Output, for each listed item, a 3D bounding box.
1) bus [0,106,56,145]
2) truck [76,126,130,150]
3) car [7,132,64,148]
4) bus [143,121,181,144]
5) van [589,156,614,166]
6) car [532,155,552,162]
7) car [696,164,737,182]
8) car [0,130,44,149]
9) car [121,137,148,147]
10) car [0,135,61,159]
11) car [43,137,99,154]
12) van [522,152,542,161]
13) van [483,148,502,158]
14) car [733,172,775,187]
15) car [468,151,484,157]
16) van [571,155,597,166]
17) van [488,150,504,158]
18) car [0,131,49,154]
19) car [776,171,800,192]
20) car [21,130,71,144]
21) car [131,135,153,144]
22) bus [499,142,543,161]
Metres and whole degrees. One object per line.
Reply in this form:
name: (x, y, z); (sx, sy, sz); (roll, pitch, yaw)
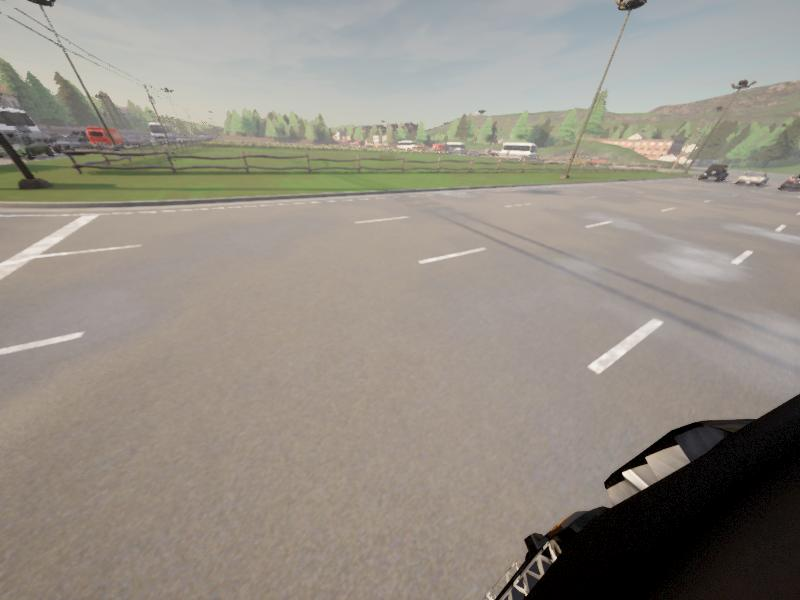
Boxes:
bus: (-54.408, -23.123, 30.454); (3.944, 4.253, 10.273); (-7, 35, -14)
truck: (-40.632, -22.297, 31.869); (2.627, 2.467, 5.204); (-16, 39, -26)
car: (-47.666, -21.092, 30.433); (2.163, 1.488, 4.792); (-16, 38, -26)
bus: (-60.291, -42.585, 59.075); (3.944, 4.253, 10.273); (-16, 38, -26)
van: (55.073, -38.178, 63.347); (1.775, 1.987, 4.442); (-16, 38, -26)
car: (44.509, -44.444, 72.355); (2.163, 1.488, 4.792); (-16, 38, -26)
car: (41.814, -16.826, 30.539); (3.866, 1.878, 1.905); (-16, 38, -26)
car: (-44.356, -18.123, 26.082); (2.242, 1.667, 4.611); (-10, 36, -19)
car: (-46.899, -27.991, 40.895); (1.994, 1.385, 4.181); (-16, 38, -26)
car: (-31.260, -12.638, 19.026); (2.007, 1.525, 4.514); (-16, 38, -26)
car: (-35.656, -16.904, 25.200); (1.994, 1.385, 4.181); (-16, 38, -26)
van: (40.848, -44.438, 71.565); (2.069, 2.038, 4.480); (-16, 38, -26)
van: (32.935, -52.396, 82.350); (1.988, 2.561, 5.915); (-16, 38, -26)
car: (42.344, -14.481, 27.614); (4.718, 1.301, 1.895); (-16, 38, -26)
car: (26.372, -50.705, 80.265); (2.242, 1.667, 4.611); (-16, 38, -26)
van: (46.371, -35.203, 58.240); (1.775, 1.987, 4.442); (-16, 38, -26)
van: (32.292, -48.967, 77.673); (2.069, 2.038, 4.480); (-16, 38, -26)
car: (-37.943, -15.438, 22.564); (2.242, 1.667, 4.611); (-16, 38, -26)
car: (42.260, -12.360, 24.102); (4.611, 1.667, 2.242); (-16, 38, -26)
car: (-56.482, -26.074, 37.075); (2.152, 1.651, 5.027); (-13, 37, -23)
car: (-60.719, -37.829, 54.397); (2.128, 1.511, 4.902); (-16, 38, -26)
bus: (35.050, -43.553, 67.799); (3.944, 4.253, 10.273); (-16, 38, -26)
